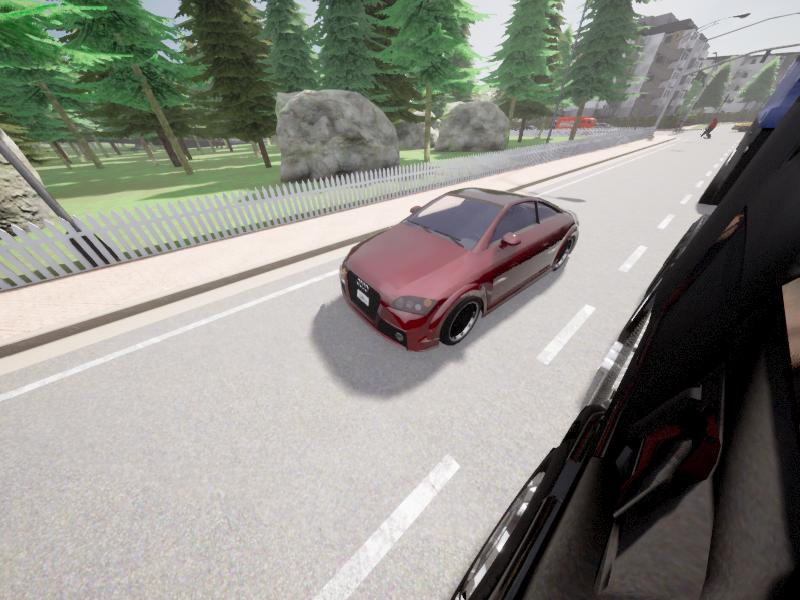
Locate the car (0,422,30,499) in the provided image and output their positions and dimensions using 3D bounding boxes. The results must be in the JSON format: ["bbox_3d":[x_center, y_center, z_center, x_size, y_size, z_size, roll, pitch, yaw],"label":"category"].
[{"bbox_3d":[-4.471,1.841,0.127,3.988,1.617,1.851,-27,43,-29],"label":"car"}]

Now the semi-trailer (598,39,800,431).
[{"bbox_3d":[8.707,-3.601,4.214,14.254,4.402,2.717,-28,44,-30],"label":"semi-trailer"}]

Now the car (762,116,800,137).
[{"bbox_3d":[39.889,-17.151,22.705,5.366,1.575,1.801,-5,37,-4],"label":"car"}]

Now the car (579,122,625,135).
[{"bbox_3d":[31.963,-27.230,36.723,2.128,1.511,4.902,-26,43,-28],"label":"car"}]

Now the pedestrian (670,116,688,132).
[{"bbox_3d":[41.813,-26.377,34.629,0.751,1.860,0.751,12,39,18],"label":"pedestrian"}]

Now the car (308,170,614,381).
[{"bbox_3d":[1.113,-0.949,3.699,4.181,1.385,1.994,-26,43,-28],"label":"car"}]

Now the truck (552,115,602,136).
[{"bbox_3d":[27.676,-27.364,36.372,2.627,2.467,5.204,-26,43,-28],"label":"truck"}]

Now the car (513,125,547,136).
[{"bbox_3d":[23.189,-30.322,41.420,1.837,1.490,4.892,-26,43,-28],"label":"car"}]

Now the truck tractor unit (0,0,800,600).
[{"bbox_3d":[2.645,-0.295,0.351,6.516,4.208,3.053,-28,44,-30],"label":"truck tractor unit"}]

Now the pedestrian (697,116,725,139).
[{"bbox_3d":[31.425,-17.451,23.369,0.751,1.860,0.751,18,42,25],"label":"pedestrian"}]

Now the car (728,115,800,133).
[{"bbox_3d":[44.547,-21.327,27.986,1.801,1.575,5.366,-26,43,-28],"label":"car"}]
